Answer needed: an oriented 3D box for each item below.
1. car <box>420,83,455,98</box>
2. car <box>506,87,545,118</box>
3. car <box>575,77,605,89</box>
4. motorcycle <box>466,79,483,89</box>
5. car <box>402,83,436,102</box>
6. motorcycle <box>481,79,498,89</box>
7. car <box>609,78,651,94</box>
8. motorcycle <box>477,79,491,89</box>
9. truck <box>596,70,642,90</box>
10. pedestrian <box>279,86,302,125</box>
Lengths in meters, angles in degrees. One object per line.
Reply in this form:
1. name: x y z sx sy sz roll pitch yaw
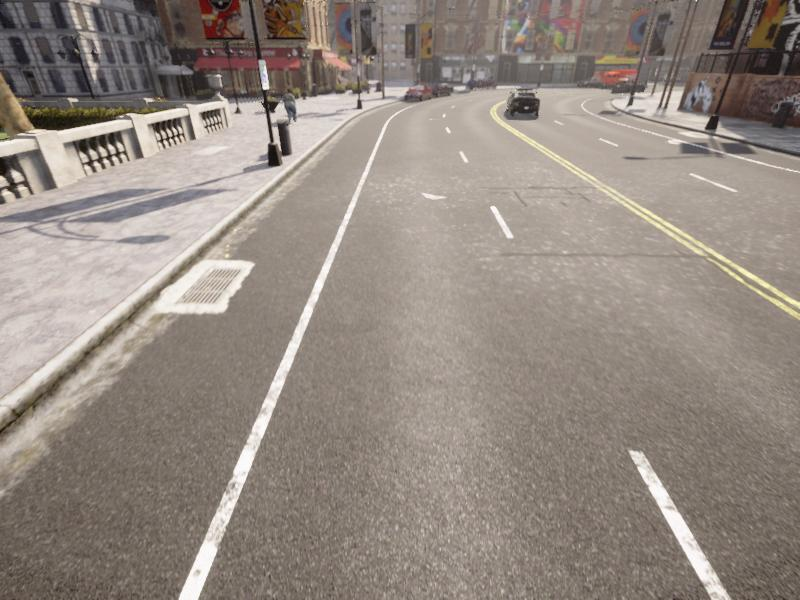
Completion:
1. car: 4.231 -23.347 44.537 1.895 1.301 4.718 17 34 26
2. car: 8.829 -14.238 28.656 1.930 1.638 5.238 5 31 8
3. car: 29.211 -33.388 61.571 3.806 1.475 1.970 -14 33 -22
4. motorcycle: 10.393 -30.308 56.168 2.209 1.251 0.867 6 31 9
5. car: 1.947 -20.753 39.964 2.002 1.452 4.674 11 32 18
6. motorcycle: 12.889 -31.210 57.709 2.356 1.277 0.764 6 31 9
7. car: 29.649 -27.644 51.625 4.611 1.667 2.242 -16 34 -25
8. motorcycle: 11.939 -30.709 56.910 1.805 1.236 0.856 6 31 9
9. truck: 32.349 -32.584 59.126 5.204 2.467 2.627 -12 32 -19
10. pedestrian: -6.064 -10.782 22.202 0.751 1.860 0.751 5 31 9
